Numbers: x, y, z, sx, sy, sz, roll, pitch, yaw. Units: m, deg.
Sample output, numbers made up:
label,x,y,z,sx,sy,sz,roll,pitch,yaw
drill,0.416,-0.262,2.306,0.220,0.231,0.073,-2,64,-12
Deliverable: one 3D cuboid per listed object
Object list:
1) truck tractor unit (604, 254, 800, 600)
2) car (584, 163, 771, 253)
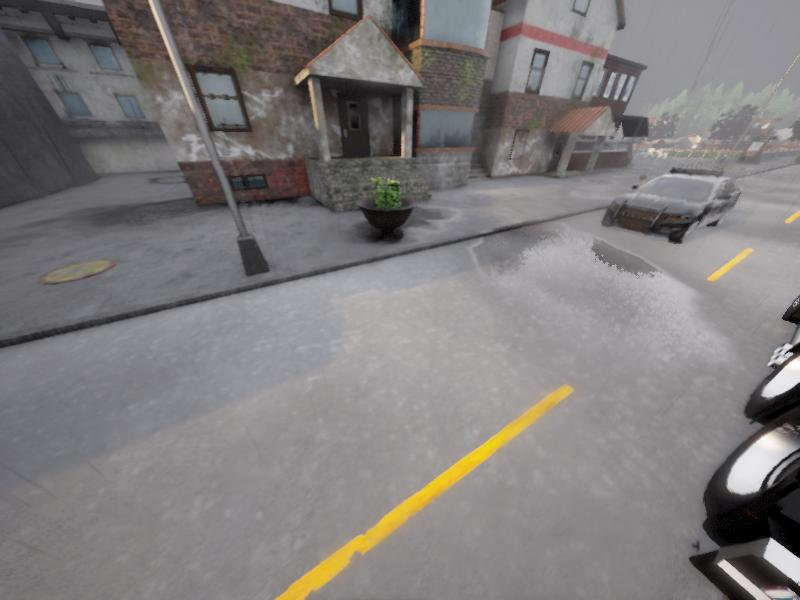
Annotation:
label,x,y,z,sx,sy,sz,roll,pitch,yaw
truck tractor unit,5.090,-0.321,0.805,6.516,4.208,3.053,-19,39,-25
car,8.435,-3.068,7.051,5.238,1.638,1.930,-18,39,-24
